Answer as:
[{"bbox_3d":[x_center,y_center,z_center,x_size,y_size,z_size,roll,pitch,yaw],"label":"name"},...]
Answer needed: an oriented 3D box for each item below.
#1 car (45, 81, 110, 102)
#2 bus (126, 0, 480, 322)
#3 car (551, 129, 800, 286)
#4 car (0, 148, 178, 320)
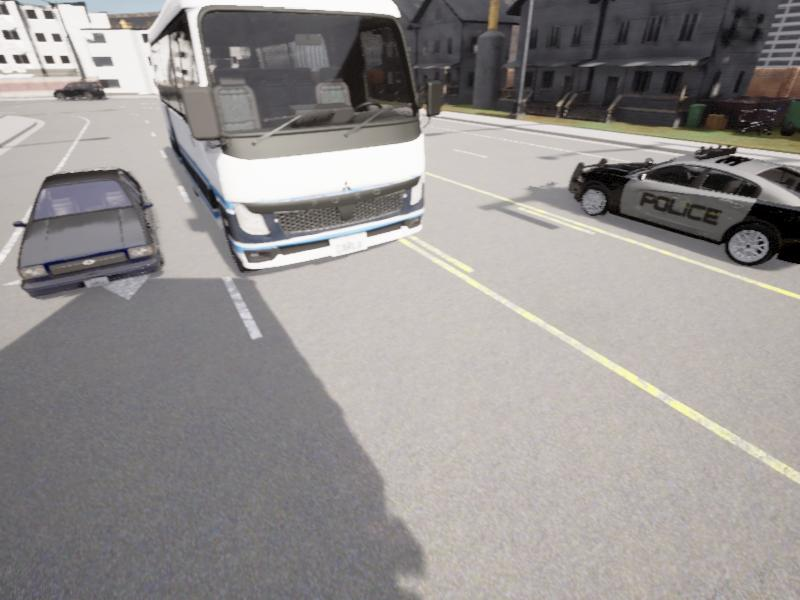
[{"bbox_3d":[-39.423,-25.610,49.118,5.566,2.045,2.150,-3,30,-3],"label":"car"},{"bbox_3d":[-3.230,-4.243,9.212,3.944,4.253,10.273,-18,34,-26],"label":"bus"},{"bbox_3d":[5.913,-2.216,8.062,1.930,1.638,5.238,-16,34,-25],"label":"car"},{"bbox_3d":[-5.943,-1.728,7.810,2.033,1.411,5.357,-18,34,-26],"label":"car"}]
